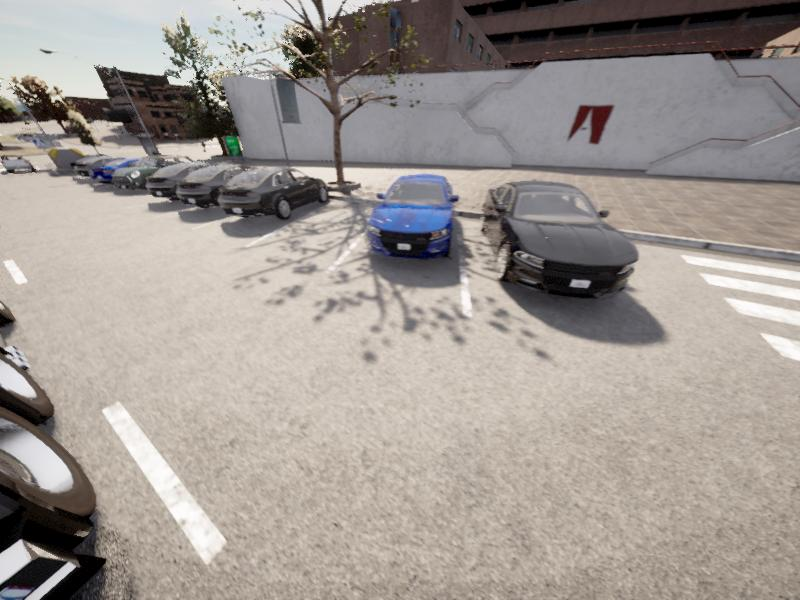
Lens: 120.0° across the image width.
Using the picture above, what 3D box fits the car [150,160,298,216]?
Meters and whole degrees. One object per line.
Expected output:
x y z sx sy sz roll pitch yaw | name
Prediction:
-7.125 -5.169 10.259 2.231 1.521 4.892 6 34 10 | car

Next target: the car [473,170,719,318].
3.088 -1.841 5.290 2.097 1.535 5.008 6 34 8 | car

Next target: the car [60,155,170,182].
-22.010 -10.486 18.268 2.231 1.521 4.892 8 34 13 | car

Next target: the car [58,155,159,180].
-24.427 -11.411 19.719 2.163 1.488 4.792 8 35 13 | car

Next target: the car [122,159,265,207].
-9.644 -6.025 11.545 2.231 1.521 4.892 7 34 10 | car

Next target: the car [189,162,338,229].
-4.588 -4.322 8.991 2.231 1.521 4.892 6 34 10 | car

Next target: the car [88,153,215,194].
-14.621 -7.898 14.134 2.185 1.767 4.553 8 35 11 | car

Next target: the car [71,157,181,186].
-19.557 -9.540 16.911 2.002 1.452 4.674 8 35 12 | car

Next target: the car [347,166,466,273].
0.523 -2.668 6.519 2.097 1.535 5.008 6 34 8 | car

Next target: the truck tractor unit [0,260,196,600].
-5.118 -0.288 0.804 6.516 4.208 3.053 18 39 25 | truck tractor unit

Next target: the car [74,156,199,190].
-17.106 -8.667 15.519 2.097 1.535 5.008 7 34 12 | car
